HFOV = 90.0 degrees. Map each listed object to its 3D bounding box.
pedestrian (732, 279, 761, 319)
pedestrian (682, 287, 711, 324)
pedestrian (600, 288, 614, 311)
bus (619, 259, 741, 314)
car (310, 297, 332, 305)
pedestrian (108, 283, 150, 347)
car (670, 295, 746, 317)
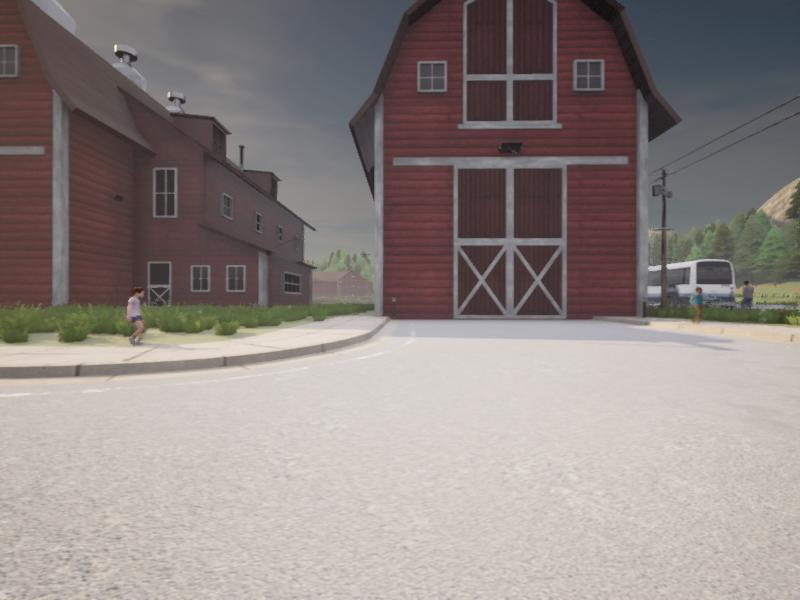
[{"bbox_3d":[16.673,-0.057,19.250,0.751,1.860,0.751,0,0,-3],"label":"pedestrian"},{"bbox_3d":[9.001,0.163,12.151,0.500,1.100,0.500,0,0,-20],"label":"pedestrian"},{"bbox_3d":[17.000,-0.051,32.798,0.751,1.860,0.751,0,0,1],"label":"pedestrian"},{"bbox_3d":[24.329,-1.058,35.896,3.944,4.253,10.273,0,0,2],"label":"bus"},{"bbox_3d":[-17.294,0.130,87.702,4.553,1.767,2.097,0,0,1],"label":"car"},{"bbox_3d":[-4.874,0.260,7.229,0.500,1.100,0.500,0,0,-17],"label":"pedestrian"},{"bbox_3d":[20.702,0.375,27.161,1.994,1.385,4.181,0,0,2],"label":"car"}]
